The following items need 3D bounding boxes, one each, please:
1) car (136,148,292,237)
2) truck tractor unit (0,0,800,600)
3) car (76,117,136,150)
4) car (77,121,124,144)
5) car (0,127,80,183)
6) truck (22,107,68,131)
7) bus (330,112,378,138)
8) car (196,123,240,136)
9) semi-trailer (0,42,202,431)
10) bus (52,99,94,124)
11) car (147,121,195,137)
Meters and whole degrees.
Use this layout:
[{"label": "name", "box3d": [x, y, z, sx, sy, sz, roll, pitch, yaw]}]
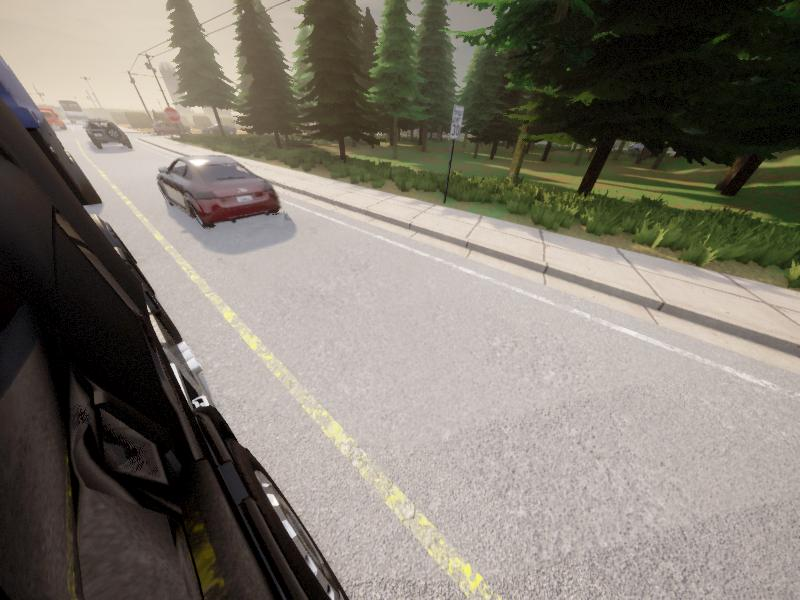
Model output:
[{"label": "car", "box3d": [-5.295, -3.296, 6.572, 4.181, 1.385, 1.994, 28, 44, 30]}, {"label": "truck tractor unit", "box3d": [-2.645, -0.295, 0.351, 6.516, 4.208, 3.053, 28, 44, 30]}, {"label": "car", "box3d": [-22.795, -12.919, 17.897, 4.605, 1.855, 1.932, 29, 44, 31]}, {"label": "car", "box3d": [-27.664, -15.540, 21.389, 4.514, 1.525, 2.007, 31, 45, 33]}, {"label": "car", "box3d": [-15.969, -6.296, 9.807, 4.902, 1.511, 2.128, 28, 44, 30]}, {"label": "truck", "box3d": [-50.418, -25.876, 32.983, 5.204, 2.467, 2.627, 30, 44, 31]}, {"label": "bus", "box3d": [-10.067, -39.349, 52.098, 3.944, 4.253, 10.273, 27, 43, 29]}, {"label": "car", "box3d": [-29.451, -27.674, 37.566, 2.128, 1.511, 4.902, 27, 43, 29]}, {"label": "semi-trailer", "box3d": [-8.703, -3.603, 4.222, 14.254, 4.402, 2.717, 28, 44, 30]}, {"label": "bus", "box3d": [-77.519, -44.576, 54.788, 10.273, 4.253, 3.944, 29, 44, 31]}, {"label": "car", "box3d": [-31.037, -23.225, 31.441, 1.851, 1.617, 3.988, 28, 44, 30]}]
